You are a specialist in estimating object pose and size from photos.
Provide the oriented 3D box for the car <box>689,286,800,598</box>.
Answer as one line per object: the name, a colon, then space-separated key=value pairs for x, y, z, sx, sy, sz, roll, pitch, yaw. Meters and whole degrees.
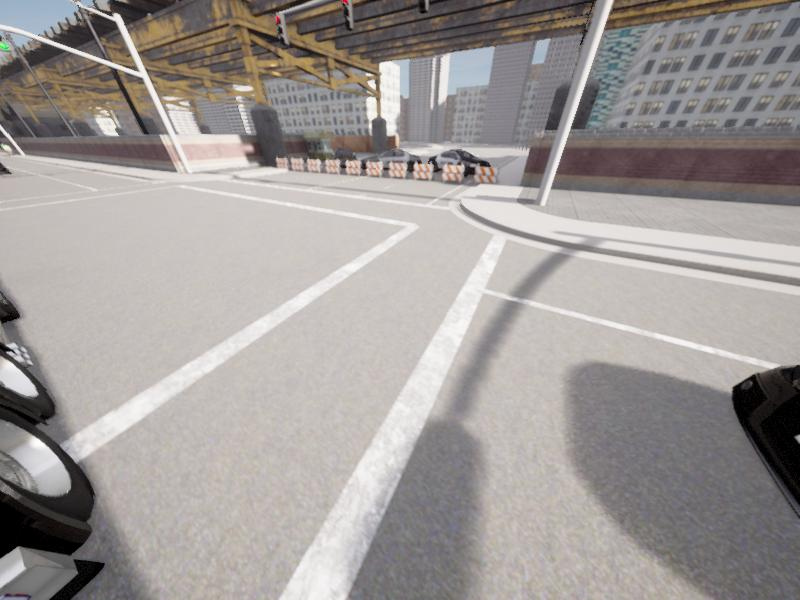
car: x=4.581 y=1.448 z=0.654 sx=4.181 sy=1.385 sz=1.994 roll=18 pitch=39 yaw=24

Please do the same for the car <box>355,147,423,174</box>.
car: x=-0.880 y=-10.999 z=18.145 sx=4.974 sy=1.542 sz=2.038 roll=-4 pitch=35 yaw=-5

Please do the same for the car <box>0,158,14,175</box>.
car: x=-34.201 y=-11.123 z=18.850 sx=4.674 sy=1.442 sz=1.812 roll=18 pitch=39 yaw=24

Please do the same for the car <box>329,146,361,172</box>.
car: x=-4.889 y=-12.288 z=20.018 sx=2.038 sy=1.542 sz=4.974 roll=-10 pitch=36 yaw=-13

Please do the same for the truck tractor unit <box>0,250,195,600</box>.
truck tractor unit: x=-5.088 y=-0.324 z=0.802 sx=6.516 sy=4.208 sz=3.053 roll=19 pitch=40 yaw=25

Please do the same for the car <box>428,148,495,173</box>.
car: x=4.144 y=-10.043 z=16.459 sx=1.853 sy=1.218 sz=4.536 roll=-20 pitch=40 yaw=-25

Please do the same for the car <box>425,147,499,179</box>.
car: x=4.173 y=-9.889 z=16.514 sx=2.038 sy=1.542 sz=4.974 roll=-20 pitch=40 yaw=-25

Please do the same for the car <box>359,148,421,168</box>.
car: x=-0.830 y=-11.131 z=18.060 sx=4.536 sy=1.218 sz=1.853 roll=-4 pitch=35 yaw=-5

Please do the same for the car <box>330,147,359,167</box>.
car: x=-4.905 y=-12.445 z=19.968 sx=1.853 sy=1.218 sz=4.536 roll=-10 pitch=36 yaw=-13
